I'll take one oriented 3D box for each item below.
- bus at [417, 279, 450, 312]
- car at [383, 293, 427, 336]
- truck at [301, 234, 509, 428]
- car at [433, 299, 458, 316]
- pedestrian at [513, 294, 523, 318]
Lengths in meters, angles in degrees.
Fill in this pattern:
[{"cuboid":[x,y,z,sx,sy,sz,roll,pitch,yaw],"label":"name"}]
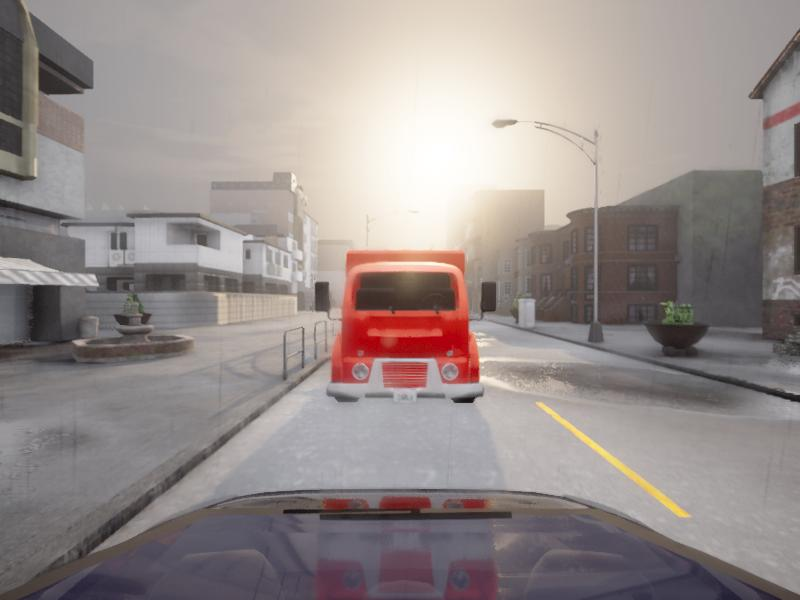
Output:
[{"cuboid":[4.545,-0.610,57.069,3.944,4.253,10.273,0,1,1],"label":"bus"},{"cuboid":[0.230,0.618,19.311,1.905,1.878,3.866,0,0,1],"label":"car"},{"cuboid":[0.101,0.319,7.696,2.627,2.467,5.204,0,2,1],"label":"truck"},{"cuboid":[4.468,0.714,39.921,1.930,1.638,5.238,0,0,1],"label":"car"},{"cuboid":[9.434,0.487,31.993,0.751,1.860,0.751,0,0,12],"label":"pedestrian"}]
